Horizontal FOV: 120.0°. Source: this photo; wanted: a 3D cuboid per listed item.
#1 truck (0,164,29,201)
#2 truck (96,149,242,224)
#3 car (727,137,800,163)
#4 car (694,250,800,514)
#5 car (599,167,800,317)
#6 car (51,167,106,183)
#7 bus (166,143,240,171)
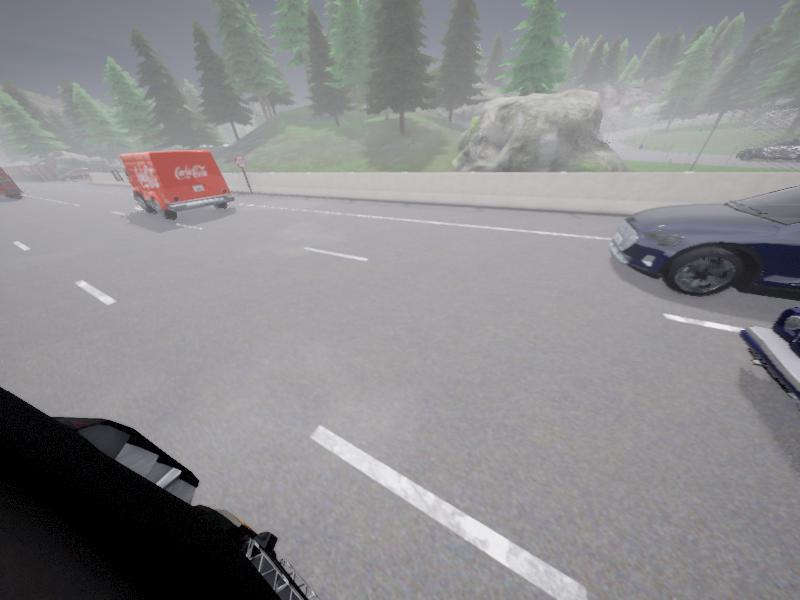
[{"bbox_3d":[-35.831,-10.442,19.149,8.468,3.827,2.891,14,37,24],"label":"truck"},{"bbox_3d":[-10.590,-5.400,10.738,5.204,2.467,2.627,16,38,27],"label":"truck"},{"bbox_3d":[28.956,-11.179,17.164,2.038,1.542,4.974,-4,33,-2],"label":"car"},{"bbox_3d":[5.074,1.120,0.706,4.718,1.301,1.895,14,37,24],"label":"car"},{"bbox_3d":[6.365,-0.873,3.311,4.856,1.649,2.033,14,37,24],"label":"car"},{"bbox_3d":[-49.687,-19.455,35.834,2.163,1.488,4.792,20,43,30],"label":"car"},{"bbox_3d":[-40.487,-29.907,48.175,3.944,4.253,10.273,15,37,25],"label":"bus"}]
